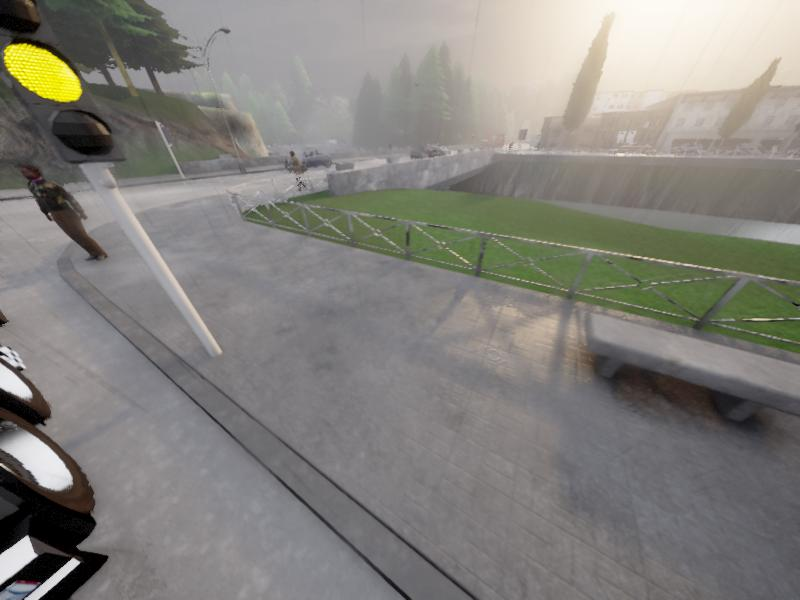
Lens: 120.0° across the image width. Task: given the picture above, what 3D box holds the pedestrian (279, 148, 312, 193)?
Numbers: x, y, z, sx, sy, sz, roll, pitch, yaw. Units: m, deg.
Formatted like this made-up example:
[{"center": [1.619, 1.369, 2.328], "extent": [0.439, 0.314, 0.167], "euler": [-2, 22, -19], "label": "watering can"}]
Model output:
[{"center": [-5.024, -6.296, 11.248], "extent": [0.751, 1.860, 0.751], "euler": [18, 39, 24], "label": "pedestrian"}]

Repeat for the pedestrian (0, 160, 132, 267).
[{"center": [-6.712, -1.678, 4.619], "extent": [0.751, 1.860, 0.751], "euler": [0, 35, 1], "label": "pedestrian"}]

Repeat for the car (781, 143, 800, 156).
[{"center": [59.034, -21.615, 33.207], "extent": [3.806, 1.475, 1.970], "euler": [18, 39, 24], "label": "car"}]

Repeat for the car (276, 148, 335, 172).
[{"center": [-8.641, -13.207, 21.627], "extent": [2.242, 1.667, 4.611], "euler": [18, 39, 25], "label": "car"}]

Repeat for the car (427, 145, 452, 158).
[{"center": [6.264, -23.391, 36.243], "extent": [2.038, 1.542, 4.974], "euler": [18, 39, 24], "label": "car"}]

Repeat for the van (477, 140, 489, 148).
[{"center": [24.644, -46.428, 68.741], "extent": [2.069, 2.038, 4.480], "euler": [18, 39, 24], "label": "van"}]

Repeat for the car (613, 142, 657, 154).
[{"center": [41.869, -27.244, 41.346], "extent": [5.027, 1.651, 2.152], "euler": [18, 39, 25], "label": "car"}]

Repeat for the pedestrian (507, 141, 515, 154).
[{"center": [19.131, -26.425, 39.969], "extent": [0.751, 1.860, 0.751], "euler": [18, 39, 24], "label": "pedestrian"}]

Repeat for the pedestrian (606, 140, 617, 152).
[{"center": [40.508, -29.573, 44.274], "extent": [0.751, 1.860, 0.751], "euler": [11, 36, 16], "label": "pedestrian"}]

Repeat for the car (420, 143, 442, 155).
[{"center": [5.582, -27.163, 41.588], "extent": [2.033, 1.649, 4.856], "euler": [19, 39, 26], "label": "car"}]

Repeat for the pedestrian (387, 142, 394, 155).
[{"center": [-1.637, -25.566, 38.936], "extent": [0.751, 1.860, 0.751], "euler": [25, 42, 32], "label": "pedestrian"}]

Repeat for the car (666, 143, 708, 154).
[{"center": [47.769, -25.270, 38.576], "extent": [3.806, 1.475, 1.970], "euler": [18, 39, 25], "label": "car"}]

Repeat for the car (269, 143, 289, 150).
[{"center": [-36.540, -46.591, 69.935], "extent": [1.930, 1.638, 5.238], "euler": [18, 39, 24], "label": "car"}]

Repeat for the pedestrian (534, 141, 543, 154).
[{"center": [23.938, -26.455, 39.963], "extent": [0.751, 1.860, 0.751], "euler": [16, 38, 22], "label": "pedestrian"}]

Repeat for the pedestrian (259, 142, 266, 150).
[{"center": [-36.496, -40.809, 61.204], "extent": [0.751, 1.860, 0.751], "euler": [18, 39, 25], "label": "pedestrian"}]

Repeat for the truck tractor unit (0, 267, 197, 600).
[{"center": [-5.117, -0.293, 0.780], "extent": [6.516, 4.208, 3.053], "euler": [18, 39, 24], "label": "truck tractor unit"}]

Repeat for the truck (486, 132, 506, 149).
[{"center": [27.330, -45.266, 65.469], "extent": [2.891, 3.827, 8.468], "euler": [18, 39, 24], "label": "truck"}]

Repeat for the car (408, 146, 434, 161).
[{"center": [2.963, -20.090, 31.579], "extent": [1.816, 1.474, 4.193], "euler": [18, 39, 24], "label": "car"}]

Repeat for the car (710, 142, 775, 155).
[{"center": [53.082, -23.615, 35.998], "extent": [5.238, 1.638, 1.930], "euler": [18, 39, 24], "label": "car"}]
